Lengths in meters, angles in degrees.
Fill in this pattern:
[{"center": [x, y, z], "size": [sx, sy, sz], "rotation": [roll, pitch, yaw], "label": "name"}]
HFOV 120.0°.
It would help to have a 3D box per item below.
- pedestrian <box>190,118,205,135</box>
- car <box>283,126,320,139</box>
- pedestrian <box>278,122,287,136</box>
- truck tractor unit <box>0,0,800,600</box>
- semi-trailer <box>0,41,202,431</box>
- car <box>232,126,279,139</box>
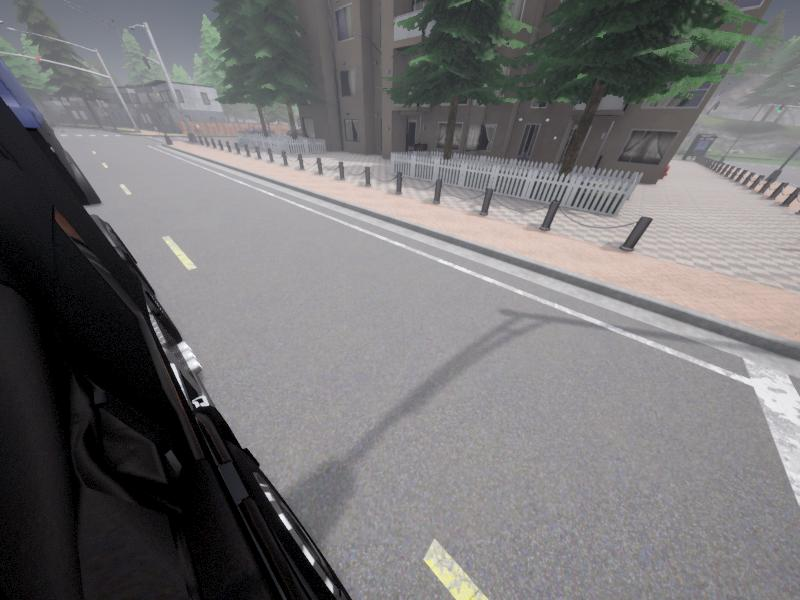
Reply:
[{"center": [-29.195, -24.988, 33.320], "size": [0.751, 1.860, 0.751], "rotation": [16, 39, 17], "label": "pedestrian"}, {"center": [-16.291, -27.899, 38.521], "size": [2.152, 1.651, 5.027], "rotation": [30, 45, 32], "label": "car"}, {"center": [-21.029, -30.646, 41.399], "size": [0.751, 1.860, 0.751], "rotation": [31, 45, 32], "label": "pedestrian"}, {"center": [-2.645, -0.295, 0.352], "size": [6.516, 4.208, 3.053], "rotation": [28, 44, 30], "label": "truck tractor unit"}, {"center": [-8.712, -3.598, 4.212], "size": [14.254, 4.402, 2.717], "rotation": [28, 44, 30], "label": "semi-trailer"}, {"center": [-21.237, -24.766, 34.212], "size": [2.033, 1.411, 5.357], "rotation": [30, 45, 32], "label": "car"}]
